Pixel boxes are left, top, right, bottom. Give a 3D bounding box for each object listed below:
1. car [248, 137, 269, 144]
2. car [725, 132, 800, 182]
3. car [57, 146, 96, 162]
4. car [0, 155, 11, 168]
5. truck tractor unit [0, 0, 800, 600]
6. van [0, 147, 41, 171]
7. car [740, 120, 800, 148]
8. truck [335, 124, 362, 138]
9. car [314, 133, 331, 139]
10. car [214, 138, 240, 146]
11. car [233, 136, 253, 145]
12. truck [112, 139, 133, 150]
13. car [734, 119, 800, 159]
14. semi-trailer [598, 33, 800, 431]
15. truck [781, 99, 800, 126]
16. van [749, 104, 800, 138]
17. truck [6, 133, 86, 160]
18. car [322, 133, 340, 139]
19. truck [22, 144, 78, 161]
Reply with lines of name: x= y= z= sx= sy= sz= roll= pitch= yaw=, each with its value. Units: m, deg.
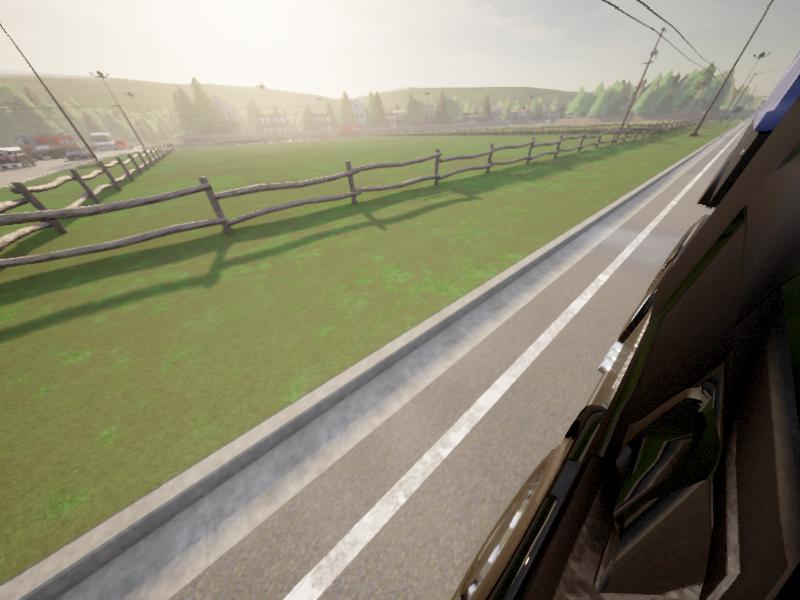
car: x=-42.397 y=-48.004 z=69.340 sx=4.792 sy=1.488 sz=2.163 roll=-28 pitch=43 yaw=-29
car: x=15.712 y=-6.037 z=9.598 sx=4.181 sy=1.385 sz=1.994 roll=-27 pitch=43 yaw=-30
car: x=-49.174 y=-22.340 z=35.297 sx=2.242 sy=1.667 sz=4.611 roll=-27 pitch=43 yaw=-29
car: x=-51.285 y=-17.079 z=28.563 sx=1.816 sy=1.474 sz=4.193 roll=-27 pitch=43 yaw=-29
truck tractor unit: x=2.645 y=-0.295 z=0.351 sx=6.516 sy=4.208 sz=3.053 roll=-28 pitch=44 yaw=-30
van: x=-45.912 y=-16.810 z=27.385 sx=2.069 sy=2.038 sz=4.480 roll=-27 pitch=43 yaw=-29
car: x=28.028 y=-12.561 z=17.403 sx=4.792 sy=1.488 sz=2.163 roll=-28 pitch=43 yaw=-29
truck: x=-18.603 y=-61.388 z=83.736 sx=8.468 sy=3.827 sz=2.891 roll=-28 pitch=43 yaw=-29
car: x=-26.585 y=-56.277 z=79.335 sx=5.008 sy=1.535 sz=1.882 roll=-28 pitch=43 yaw=-29
car: x=-47.041 y=-42.937 z=62.729 sx=5.238 sy=1.638 sz=1.930 roll=-28 pitch=43 yaw=-29
car: x=-42.138 y=-42.881 z=62.145 sx=3.866 sy=1.878 sz=1.905 roll=-28 pitch=43 yaw=-29
truck: x=-81.740 y=-45.783 z=68.075 sx=2.627 sy=2.467 sz=5.204 roll=-27 pitch=43 yaw=-29
car: x=22.524 y=-9.719 z=13.840 sx=5.027 sy=1.651 sz=2.152 roll=-28 pitch=43 yaw=-30
semi-trailer: x=8.689 y=-3.625 z=4.219 sx=14.254 sy=4.402 sz=2.717 roll=-28 pitch=43 yaw=-30
truck: x=65.549 y=-30.556 z=37.089 sx=8.468 sy=3.827 sz=2.891 roll=-28 pitch=43 yaw=-30
van: x=37.792 y=-17.412 z=22.469 sx=2.351 sy=2.431 sz=6.366 roll=25 pitch=45 yaw=32
truck: x=-67.065 y=-29.516 z=44.242 sx=2.891 sy=3.827 sz=8.468 roll=-11 pitch=37 yaw=-10
car: x=-23.332 y=-55.268 z=77.770 sx=5.366 sy=1.575 sz=1.801 roll=-28 pitch=43 yaw=-29
truck: x=-62.081 y=-26.406 z=41.206 sx=2.390 sy=2.098 sz=6.274 roll=-15 pitch=39 yaw=-16
